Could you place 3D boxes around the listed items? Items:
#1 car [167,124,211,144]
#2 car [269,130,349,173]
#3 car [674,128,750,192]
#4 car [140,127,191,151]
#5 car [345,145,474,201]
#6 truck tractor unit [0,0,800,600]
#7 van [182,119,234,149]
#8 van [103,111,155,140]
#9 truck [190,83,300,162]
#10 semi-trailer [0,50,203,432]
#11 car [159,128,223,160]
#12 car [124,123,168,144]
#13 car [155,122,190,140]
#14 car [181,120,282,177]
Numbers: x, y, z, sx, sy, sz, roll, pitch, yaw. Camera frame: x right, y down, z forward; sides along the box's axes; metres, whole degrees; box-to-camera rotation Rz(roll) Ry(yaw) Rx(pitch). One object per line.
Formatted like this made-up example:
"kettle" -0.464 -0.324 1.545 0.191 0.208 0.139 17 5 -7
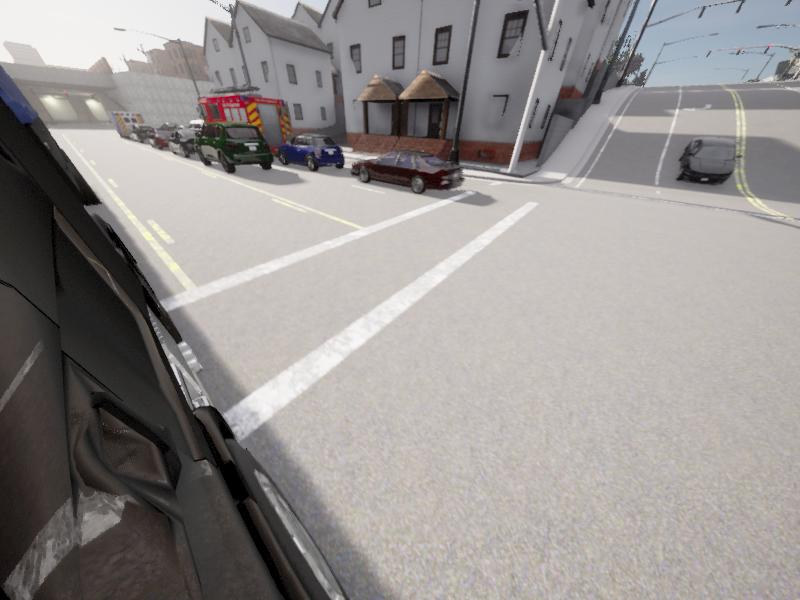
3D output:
"car" -23.154 -18.213 25.317 4.902 1.511 2.128 28 44 30
"car" -5.419 -8.953 13.774 4.553 1.767 2.097 28 44 30
"car" 18.090 -8.362 13.516 1.882 1.535 5.008 27 59 29
"car" -19.843 -13.659 19.555 4.181 1.385 1.994 29 44 31
"car" 0.216 -5.829 10.276 5.357 1.411 2.033 26 43 28
"truck tractor unit" -2.645 -0.295 0.351 6.516 4.208 3.053 28 44 30
"van" -18.206 -15.816 21.970 4.480 2.038 2.069 28 44 30
"van" -31.534 -20.297 26.837 6.366 2.431 2.351 28 44 30
"truck" -11.476 -12.991 17.110 8.468 3.827 2.891 28 44 30
"semi-trailer" -8.748 -3.569 4.178 14.254 4.402 2.717 28 45 29
"car" -14.758 -11.036 16.252 4.892 1.490 1.837 28 44 30
"car" -25.642 -16.794 23.290 4.892 1.490 1.837 28 44 30
"car" -27.900 -20.771 28.370 3.988 1.617 1.851 28 44 30
"car" -9.094 -8.268 12.431 5.566 2.045 2.150 28 44 30
